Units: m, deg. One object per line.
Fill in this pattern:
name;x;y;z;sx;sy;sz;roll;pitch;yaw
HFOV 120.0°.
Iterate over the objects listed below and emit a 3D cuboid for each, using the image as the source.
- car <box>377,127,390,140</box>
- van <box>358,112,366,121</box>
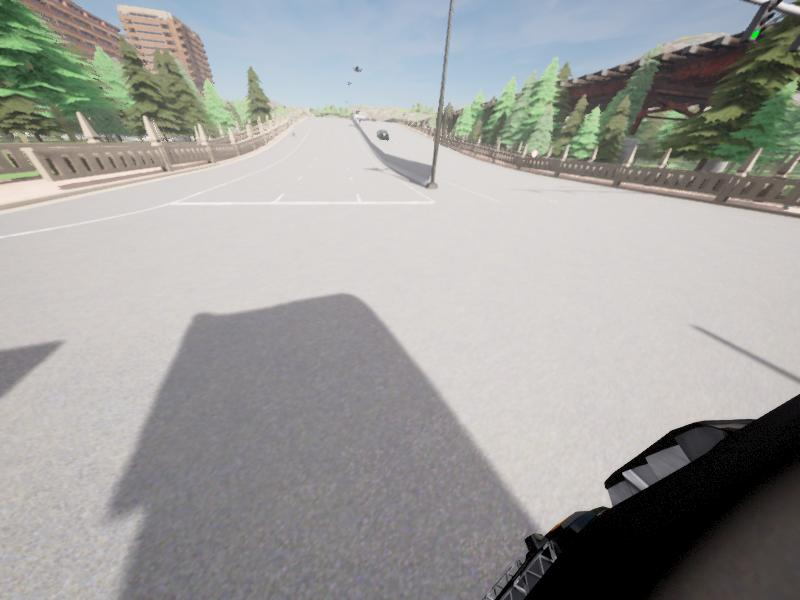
car;-3.726;-36.203;50.292;2.097;1.767;4.553;-5;42;-11
van;-14.928;-71.842;90.563;2.351;2.431;6.366;-5;37;-11
